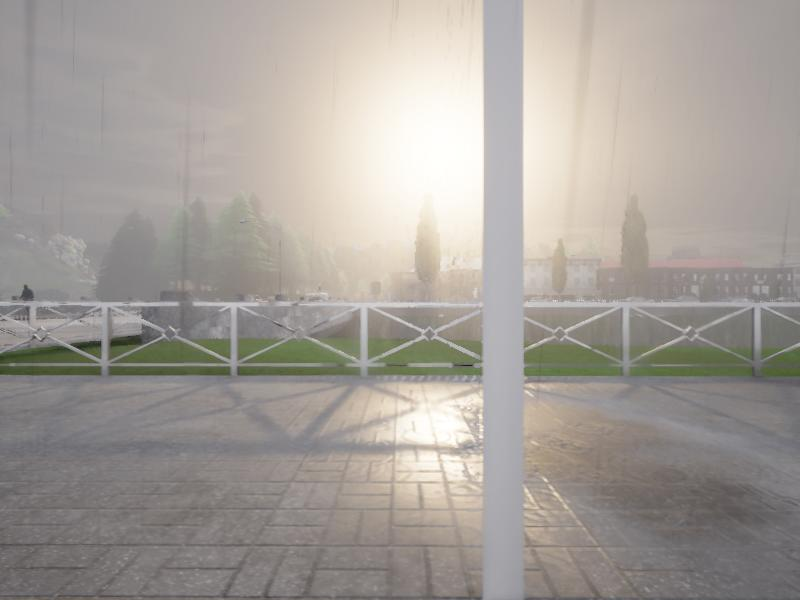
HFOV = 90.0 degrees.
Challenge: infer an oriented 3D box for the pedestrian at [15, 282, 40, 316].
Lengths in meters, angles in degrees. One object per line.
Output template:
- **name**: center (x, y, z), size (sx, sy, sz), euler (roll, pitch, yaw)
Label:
- **pedestrian**: center (-21.168, -0.061, 22.728), size (0.751, 1.860, 0.751), euler (0, 0, -5)

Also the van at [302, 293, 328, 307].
- **van**: center (-13.520, -0.029, 63.761), size (2.069, 2.038, 4.480), euler (0, 1, -42)

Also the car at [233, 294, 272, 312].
- **car**: center (-12.610, 0.258, 34.504), size (1.816, 1.474, 4.193), euler (0, 0, 0)

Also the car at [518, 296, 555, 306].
- **car**: center (21.870, 0.166, 64.196), size (5.238, 1.638, 1.930), euler (0, 0, 0)

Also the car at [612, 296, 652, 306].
- **car**: center (37.146, 0.162, 64.092), size (5.238, 1.638, 1.930), euler (0, 0, 0)

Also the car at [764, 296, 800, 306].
- **car**: center (61.476, 0.207, 63.927), size (5.008, 1.535, 1.882), euler (0, 0, 0)

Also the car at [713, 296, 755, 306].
- **car**: center (53.371, 0.182, 63.983), size (4.974, 1.542, 2.038), euler (0, 0, 0)

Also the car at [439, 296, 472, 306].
- **car**: center (8.849, 0.179, 64.285), size (5.027, 1.651, 2.152), euler (0, 0, 0)

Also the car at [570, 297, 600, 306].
- **car**: center (29.645, 0.288, 64.143), size (3.806, 1.475, 1.970), euler (0, 0, 0)

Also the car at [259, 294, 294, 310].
- **car**: center (-12.560, 0.230, 41.103), size (2.038, 1.542, 4.974), euler (0, 0, 0)

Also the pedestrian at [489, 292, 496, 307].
- **pedestrian**: center (11.885, -0.066, 51.513), size (0.751, 1.860, 0.751), euler (0, 0, 1)
